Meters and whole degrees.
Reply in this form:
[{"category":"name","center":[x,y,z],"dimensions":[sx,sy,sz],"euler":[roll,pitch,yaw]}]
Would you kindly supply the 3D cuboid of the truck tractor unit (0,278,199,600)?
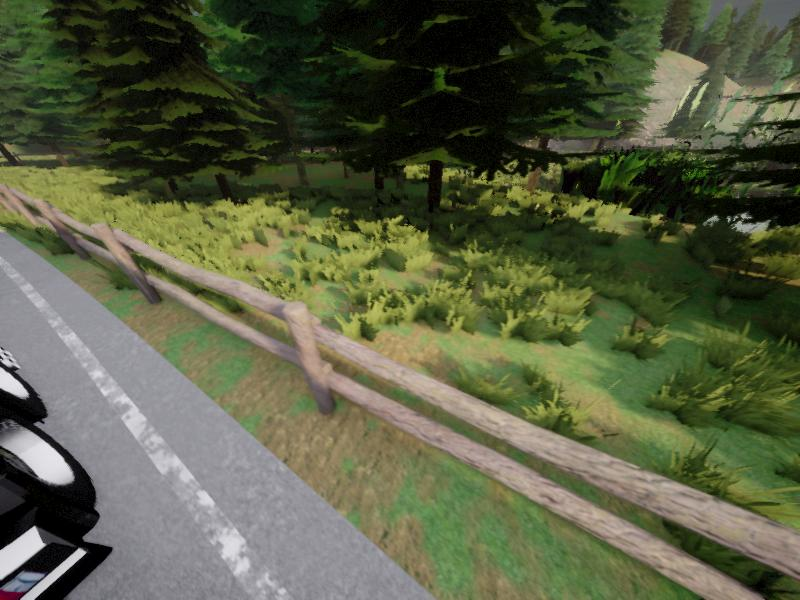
[{"category":"truck tractor unit","center":[-5.133,-0.279,0.742],"dimensions":[6.516,4.208,3.053],"euler":[17,39,23]}]
